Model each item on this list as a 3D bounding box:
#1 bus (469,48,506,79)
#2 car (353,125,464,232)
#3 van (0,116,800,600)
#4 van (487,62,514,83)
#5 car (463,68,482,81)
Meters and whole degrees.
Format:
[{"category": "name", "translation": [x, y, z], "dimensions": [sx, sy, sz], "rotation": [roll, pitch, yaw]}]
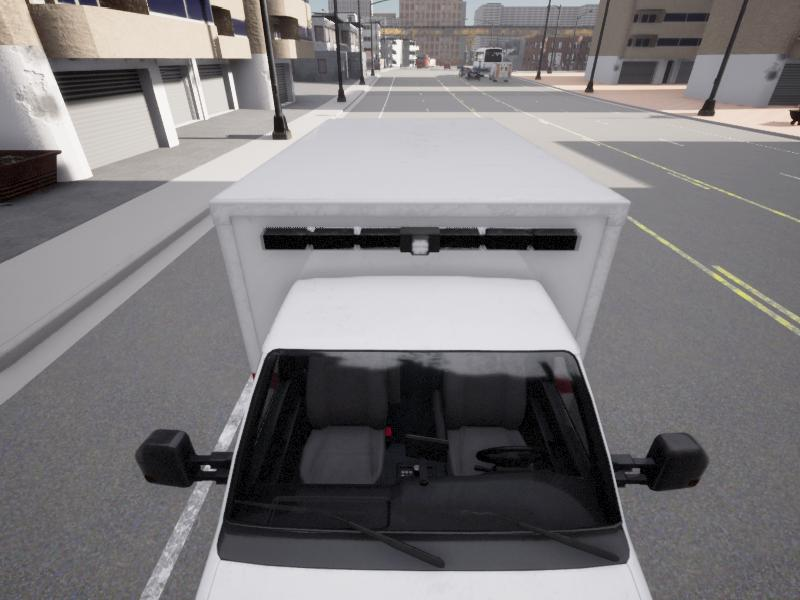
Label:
[{"category": "bus", "translation": [14.685, -40.329, 67.954], "dimensions": [3.944, 4.253, 10.273], "rotation": [0, 32, 0]}, {"category": "car", "translation": [0.185, -3.330, 10.225], "dimensions": [2.128, 1.511, 4.902], "rotation": [0, 30, 0]}, {"category": "van", "translation": [0.110, 0.012, 3.605], "dimensions": [2.351, 2.431, 6.366], "rotation": [0, 30, 1]}, {"category": "van", "translation": [14.709, -33.726, 59.161], "dimensions": [2.351, 2.431, 6.366], "rotation": [0, 32, 0]}, {"category": "car", "translation": [11.236, -35.003, 62.115], "dimensions": [2.128, 1.511, 4.902], "rotation": [0, 32, 0]}]
